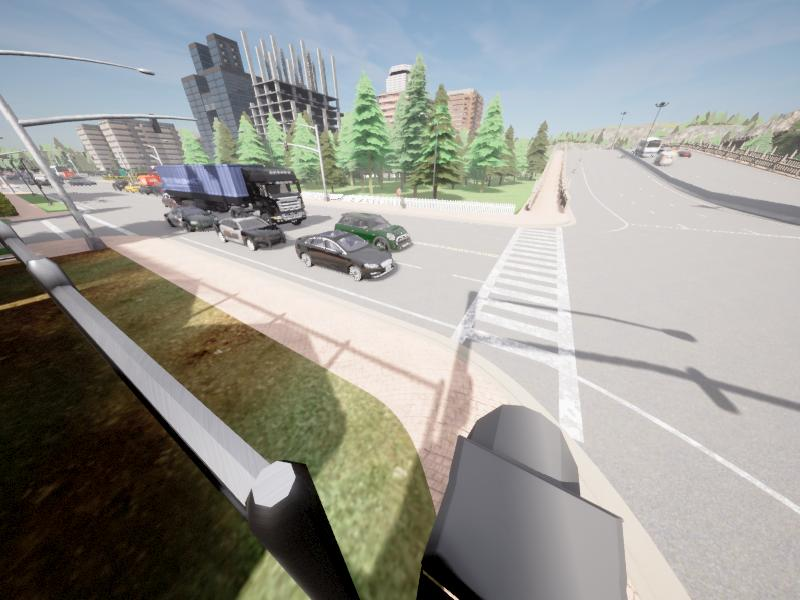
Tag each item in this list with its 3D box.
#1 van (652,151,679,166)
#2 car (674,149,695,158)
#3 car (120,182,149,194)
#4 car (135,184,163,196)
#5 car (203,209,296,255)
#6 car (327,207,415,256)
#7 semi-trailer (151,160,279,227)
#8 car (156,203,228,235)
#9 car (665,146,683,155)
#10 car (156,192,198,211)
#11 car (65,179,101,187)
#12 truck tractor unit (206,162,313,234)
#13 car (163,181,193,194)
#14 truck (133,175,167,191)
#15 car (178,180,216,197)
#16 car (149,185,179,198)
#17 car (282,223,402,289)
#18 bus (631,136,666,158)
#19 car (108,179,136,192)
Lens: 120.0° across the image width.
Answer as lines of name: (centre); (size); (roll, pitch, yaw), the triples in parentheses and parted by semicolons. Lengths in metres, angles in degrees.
van: (62.068, -33.174, 54.167); (2.351, 2.431, 6.366); (16, 41, 26)
car: (75.458, -38.938, 61.414); (2.163, 1.488, 4.792); (16, 41, 26)
car: (-47.118, -19.966, 41.007); (5.366, 1.575, 1.801); (17, 34, 27)
car: (-41.167, -18.094, 37.870); (4.193, 1.474, 1.816); (17, 34, 27)
car: (-8.835, -4.141, 13.537); (5.238, 1.638, 1.930); (17, 34, 27)
car: (-1.649, -4.057, 13.237); (4.553, 1.767, 2.097); (17, 34, 27)
semi-trailer: (-17.030, -9.958, 20.834); (14.254, 4.402, 2.717); (18, 34, 27)
car: (-15.327, -6.080, 17.020); (4.974, 1.542, 2.038); (16, 34, 27)
car: (79.804, -43.668, 67.347); (1.801, 1.575, 5.366); (16, 41, 26)
car: (-24.624, -10.963, 25.541); (3.806, 1.475, 1.970); (17, 34, 28)
car: (-73.796, -27.271, 53.762); (4.792, 1.488, 2.163); (0, 30, 0)
truck tractor unit: (-10.323, -7.770, 17.250); (6.516, 4.208, 3.053); (17, 34, 27)
car: (-38.129, -19.391, 39.713); (4.605, 1.855, 1.932); (17, 34, 27)
truck: (-49.132, -23.022, 45.411); (5.204, 2.467, 2.627); (17, 34, 27)
car: (-31.949, -17.567, 36.387); (5.566, 2.045, 2.150); (17, 34, 27)
car: (-35.779, -16.477, 34.990); (3.705, 1.549, 1.789); (17, 34, 27)
car: (-2.551, -2.155, 10.227); (4.902, 1.511, 2.128); (17, 34, 27)
bus: (71.469, -44.287, 66.778); (3.944, 4.253, 10.273); (16, 41, 26)
car: (-53.123, -21.938, 44.124); (4.605, 1.855, 1.932); (17, 34, 27)
